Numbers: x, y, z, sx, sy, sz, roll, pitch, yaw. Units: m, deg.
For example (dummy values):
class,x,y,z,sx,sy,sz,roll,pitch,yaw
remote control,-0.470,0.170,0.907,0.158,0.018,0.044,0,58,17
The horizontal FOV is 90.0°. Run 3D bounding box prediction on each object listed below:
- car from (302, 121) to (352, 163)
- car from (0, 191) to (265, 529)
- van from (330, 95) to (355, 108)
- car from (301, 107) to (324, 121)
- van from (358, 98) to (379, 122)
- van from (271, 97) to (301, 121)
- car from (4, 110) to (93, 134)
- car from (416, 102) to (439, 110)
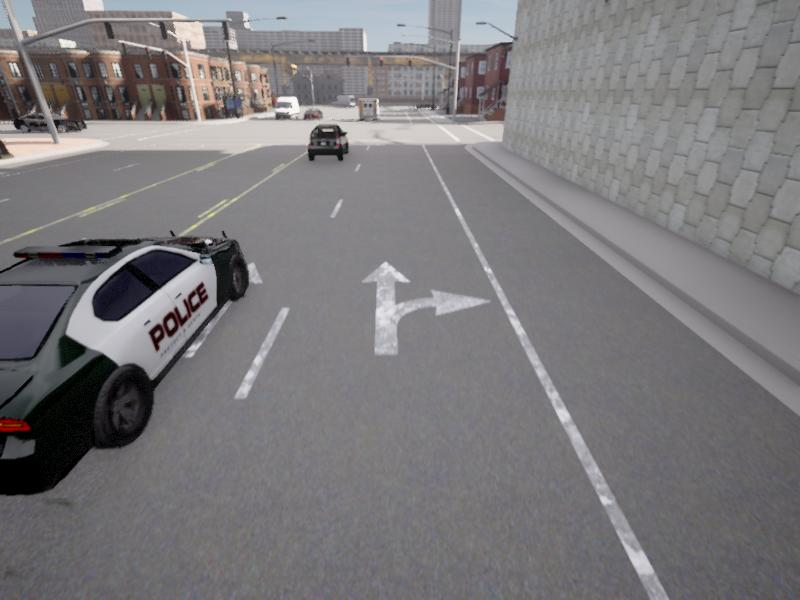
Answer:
class,x,y,z,sx,sy,sz,roll,pitch,yaw
car,-3.711,-8.375,21.028,1.851,1.617,3.988,0,27,-1
car,-3.532,-0.042,4.966,2.038,1.542,4.974,0,27,-1
van,-13.242,-45.855,92.535,5.915,2.561,1.988,19,32,31
car,-11.001,-23.646,50.813,1.994,1.385,4.181,0,27,0
van,-3.896,-24.120,50.627,2.351,2.431,6.366,0,27,-1
van,-14.512,-24.560,51.281,1.988,2.561,5.915,0,27,-1
car,-29.179,-14.856,33.360,5.238,1.638,1.930,0,27,-1
car,5.884,-41.769,85.953,4.674,1.442,1.812,-8,28,-16
